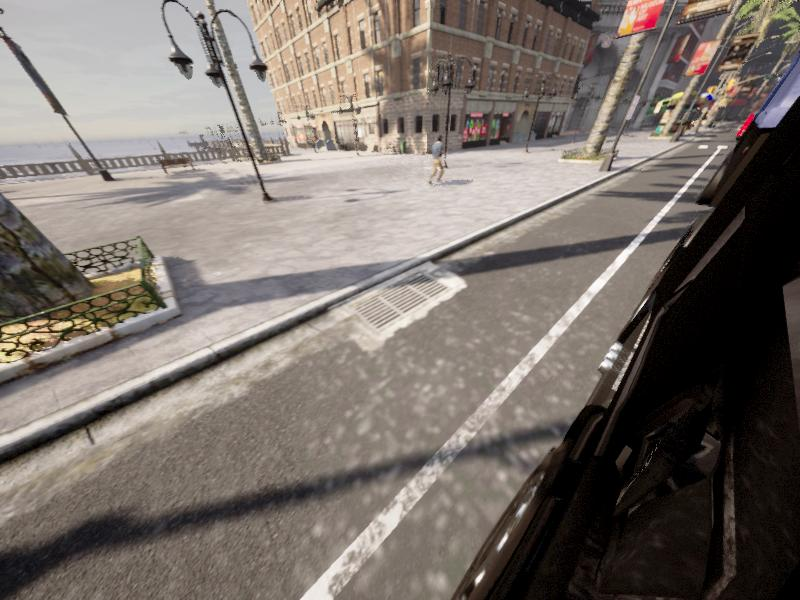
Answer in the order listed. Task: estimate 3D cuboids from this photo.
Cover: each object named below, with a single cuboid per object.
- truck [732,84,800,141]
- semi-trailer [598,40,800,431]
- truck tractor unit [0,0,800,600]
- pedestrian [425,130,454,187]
[{"bbox_3d":[35.859,-17.860,22.162,8.468,3.827,2.891,-28,44,-30],"label":"truck"},{"bbox_3d":[8.691,-3.601,4.248,14.254,4.402,2.717,-28,44,-30],"label":"semi-trailer"},{"bbox_3d":[2.645,-0.295,0.351,6.516,4.208,3.053,-28,44,-30],"label":"truck tractor unit"},{"bbox_3d":[1.574,-5.751,9.438,0.751,1.860,0.751,-30,45,-32],"label":"pedestrian"}]
